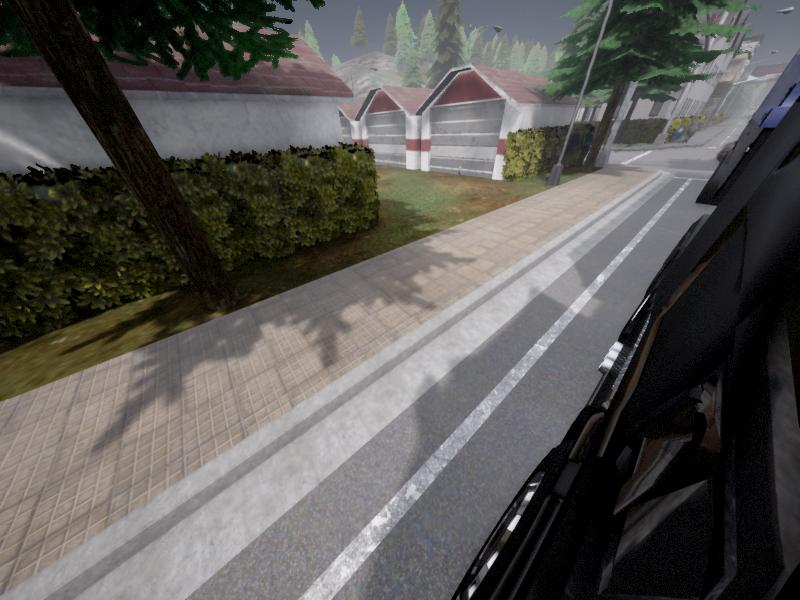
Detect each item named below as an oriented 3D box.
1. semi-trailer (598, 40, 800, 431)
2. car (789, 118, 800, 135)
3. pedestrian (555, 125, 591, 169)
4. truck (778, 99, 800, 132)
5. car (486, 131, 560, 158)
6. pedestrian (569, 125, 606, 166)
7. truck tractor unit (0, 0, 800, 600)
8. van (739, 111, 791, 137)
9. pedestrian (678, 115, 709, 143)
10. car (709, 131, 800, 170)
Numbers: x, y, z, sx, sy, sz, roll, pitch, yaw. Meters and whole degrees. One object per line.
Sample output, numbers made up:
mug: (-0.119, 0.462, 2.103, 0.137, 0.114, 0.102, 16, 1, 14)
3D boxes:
semi-trailer: (8.677, -3.622, 4.246, 14.254, 4.402, 2.717, -28, 44, -30)
car: (43.332, -18.349, 24.148, 4.974, 1.542, 2.038, -28, 44, -30)
pedestrian: (9.254, -8.193, 12.403, 0.751, 1.860, 0.751, -27, 43, -29)
truck: (50.093, -22.923, 27.918, 8.468, 3.827, 2.891, -28, 44, -30)
car: (10.380, -13.481, 19.965, 2.152, 1.651, 5.027, -28, 44, -30)
pedestrian: (10.648, -8.785, 13.181, 0.751, 1.860, 0.751, -20, 40, -22)
truck tractor unit: (2.645, -0.295, 0.352, 6.516, 4.208, 3.053, -28, 44, -30)
van: (37.717, -18.284, 23.989, 4.480, 2.038, 2.069, -28, 44, -30)
pedestrian: (24.522, -14.282, 19.330, 0.751, 1.860, 0.751, -22, 41, -24)
car: (19.094, -7.469, 11.487, 1.994, 1.385, 4.181, -29, 44, -29)
